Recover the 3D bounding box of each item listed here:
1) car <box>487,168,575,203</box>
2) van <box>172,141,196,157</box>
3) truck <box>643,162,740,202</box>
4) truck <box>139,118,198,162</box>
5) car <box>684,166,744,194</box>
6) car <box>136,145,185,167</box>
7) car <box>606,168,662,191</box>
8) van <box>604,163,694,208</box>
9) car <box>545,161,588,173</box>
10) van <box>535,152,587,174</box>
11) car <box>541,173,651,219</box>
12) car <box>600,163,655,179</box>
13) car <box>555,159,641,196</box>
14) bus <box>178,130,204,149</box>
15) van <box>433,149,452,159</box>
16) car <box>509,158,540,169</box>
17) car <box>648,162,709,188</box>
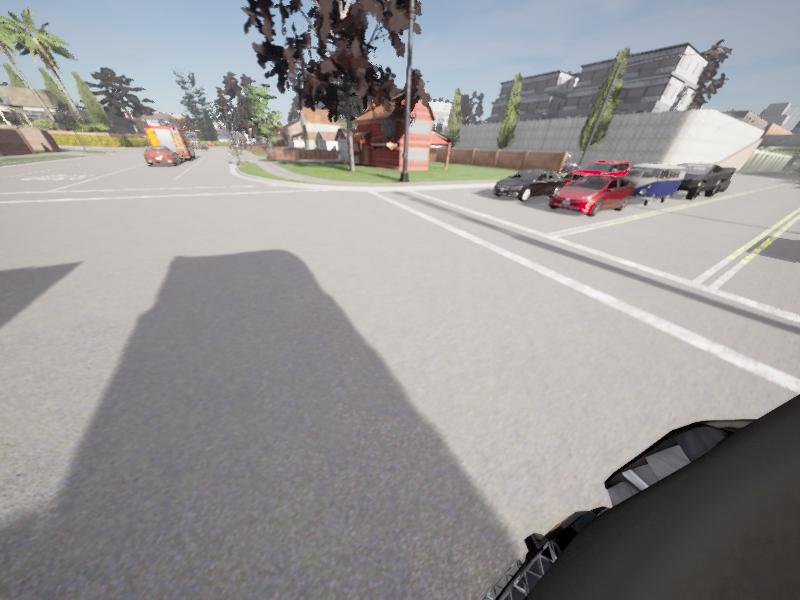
[{"bbox_3d":[7.694,-6.821,13.569,4.892,1.490,1.837,-16,38,-26],"label":"car"},{"bbox_3d":[-32.693,-22.951,35.077,1.775,1.987,4.442,-19,39,-29],"label":"van"},{"bbox_3d":[20.959,-8.610,16.623,6.274,2.098,2.390,-15,37,-25],"label":"truck"},{"bbox_3d":[-27.864,-19.457,28.383,2.891,3.827,8.468,-17,38,-27],"label":"truck"},{"bbox_3d":[27.214,-10.451,20.035,3.866,1.878,1.905,-17,38,-27],"label":"car"},{"bbox_3d":[-23.090,-14.110,22.547,2.152,1.651,5.027,-17,38,-27],"label":"car"},{"bbox_3d":[20.104,-10.413,19.886,3.806,1.475,1.970,-17,38,-26],"label":"car"},{"bbox_3d":[14.534,-6.773,13.499,4.442,1.987,1.775,-16,37,-26],"label":"van"},{"bbox_3d":[27.572,-22.258,38.535,2.033,1.411,5.357,-16,38,-26],"label":"car"},{"bbox_3d":[24.940,-21.511,36.164,1.988,2.561,5.915,-16,39,-26],"label":"van"},{"bbox_3d":[9.252,-5.064,10.960,4.514,1.525,2.007,-16,37,-26],"label":"car"},{"bbox_3d":[31.827,-18.216,32.539,2.128,1.511,4.902,-16,38,-26],"label":"car"},{"bbox_3d":[14.328,-8.929,16.720,5.566,2.045,2.150,-16,37,-26],"label":"car"},{"bbox_3d":[-63.618,-49.026,70.761,3.944,4.253,10.273,-17,38,-27],"label":"bus"},{"bbox_3d":[13.985,-48.077,76.096,2.351,2.431,6.366,-16,38,-26],"label":"van"},{"bbox_3d":[23.615,-26.086,44.024,1.837,1.490,4.892,-16,38,-26],"label":"car"},{"bbox_3d":[30.101,-13.735,25.246,1.932,1.855,4.605,14,36,12],"label":"car"}]
